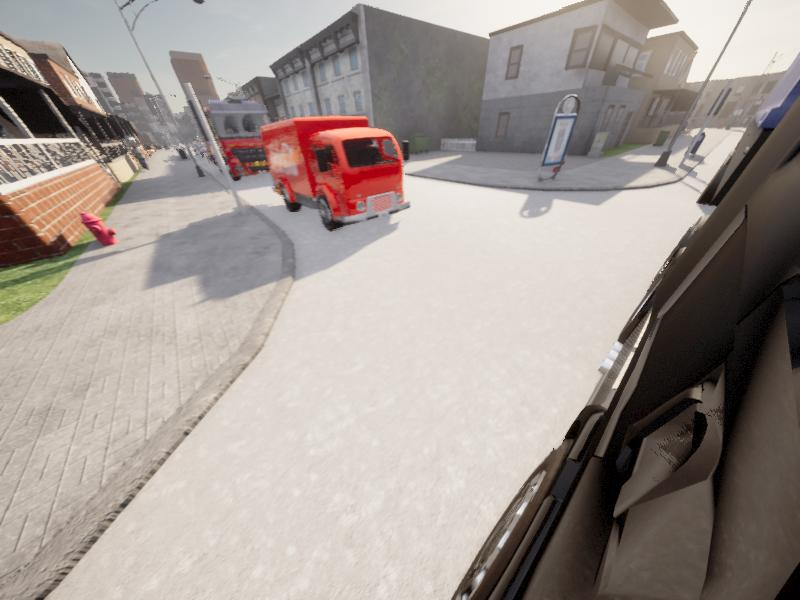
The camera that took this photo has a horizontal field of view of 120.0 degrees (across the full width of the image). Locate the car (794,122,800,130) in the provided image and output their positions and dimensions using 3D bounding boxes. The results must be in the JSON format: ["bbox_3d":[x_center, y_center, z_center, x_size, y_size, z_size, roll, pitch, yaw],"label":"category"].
[{"bbox_3d":[50.688,-21.732,28.208,4.674,1.442,1.812,-29,44,-30],"label":"car"}]

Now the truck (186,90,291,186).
[{"bbox_3d":[-10.402,-10.132,14.636,2.891,3.827,8.468,-28,44,-30],"label":"truck"}]

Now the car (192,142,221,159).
[{"bbox_3d":[-24.111,-18.628,28.751,1.882,1.535,5.008,-28,44,-30],"label":"car"}]

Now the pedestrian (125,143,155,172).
[{"bbox_3d":[-20.038,-11.009,17.845,0.751,1.860,0.751,-29,44,-30],"label":"pedestrian"}]

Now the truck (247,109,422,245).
[{"bbox_3d":[-2.110,-3.947,7.004,2.627,2.467,5.204,-28,43,-29],"label":"truck"}]

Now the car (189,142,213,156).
[{"bbox_3d":[-28.665,-21.726,33.209,1.837,1.490,4.892,-28,44,-30],"label":"car"}]

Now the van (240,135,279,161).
[{"bbox_3d":[-14.999,-16.312,24.662,2.069,2.038,4.480,-28,44,-30],"label":"van"}]

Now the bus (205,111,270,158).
[{"bbox_3d":[-20.988,-21.155,29.660,3.944,4.253,10.273,-28,44,-30],"label":"bus"}]

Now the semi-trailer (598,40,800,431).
[{"bbox_3d":[8.694,-3.611,4.229,14.254,4.402,2.717,-28,44,-30],"label":"semi-trailer"}]

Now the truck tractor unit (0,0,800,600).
[{"bbox_3d":[2.645,-0.295,0.351,6.516,4.208,3.053,-28,44,-30],"label":"truck tractor unit"}]

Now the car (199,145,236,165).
[{"bbox_3d":[-18.243,-14.548,23.074,1.994,1.385,4.181,-28,44,-30],"label":"car"}]

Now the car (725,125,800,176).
[{"bbox_3d":[17.092,-6.918,10.517,4.514,1.525,2.007,-28,44,-30],"label":"car"}]
